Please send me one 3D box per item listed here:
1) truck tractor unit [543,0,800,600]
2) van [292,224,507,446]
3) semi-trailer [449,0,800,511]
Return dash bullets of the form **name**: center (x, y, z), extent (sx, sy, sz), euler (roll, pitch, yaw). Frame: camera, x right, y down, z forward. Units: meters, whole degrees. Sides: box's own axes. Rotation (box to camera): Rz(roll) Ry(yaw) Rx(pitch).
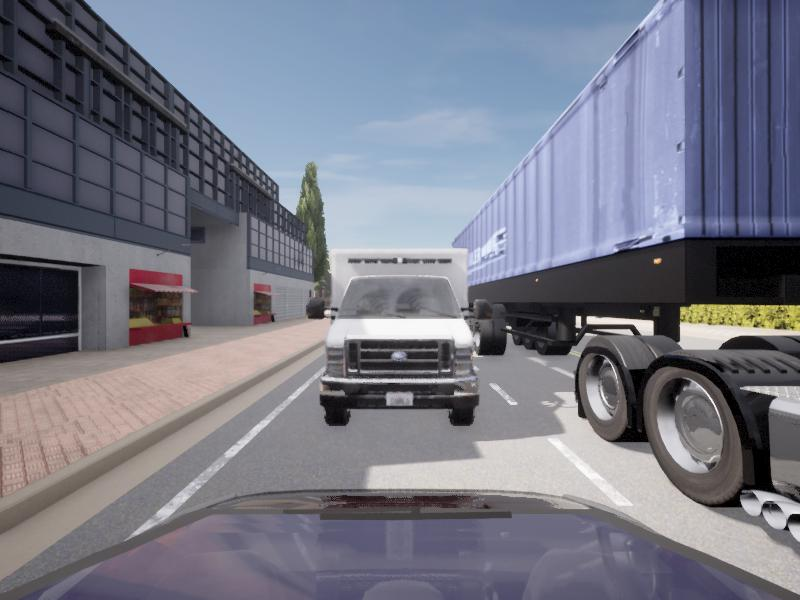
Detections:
- **truck tractor unit**: center (3.498, -0.515, 2.245), extent (3.053, 4.208, 6.516), euler (0, 0, 0)
- **van**: center (-0.007, 0.378, 7.553), extent (2.351, 2.431, 6.366), euler (0, 0, 0)
- **semi-trailer**: center (3.492, -0.618, 10.157), extent (2.717, 4.402, 14.254), euler (0, 0, 0)
